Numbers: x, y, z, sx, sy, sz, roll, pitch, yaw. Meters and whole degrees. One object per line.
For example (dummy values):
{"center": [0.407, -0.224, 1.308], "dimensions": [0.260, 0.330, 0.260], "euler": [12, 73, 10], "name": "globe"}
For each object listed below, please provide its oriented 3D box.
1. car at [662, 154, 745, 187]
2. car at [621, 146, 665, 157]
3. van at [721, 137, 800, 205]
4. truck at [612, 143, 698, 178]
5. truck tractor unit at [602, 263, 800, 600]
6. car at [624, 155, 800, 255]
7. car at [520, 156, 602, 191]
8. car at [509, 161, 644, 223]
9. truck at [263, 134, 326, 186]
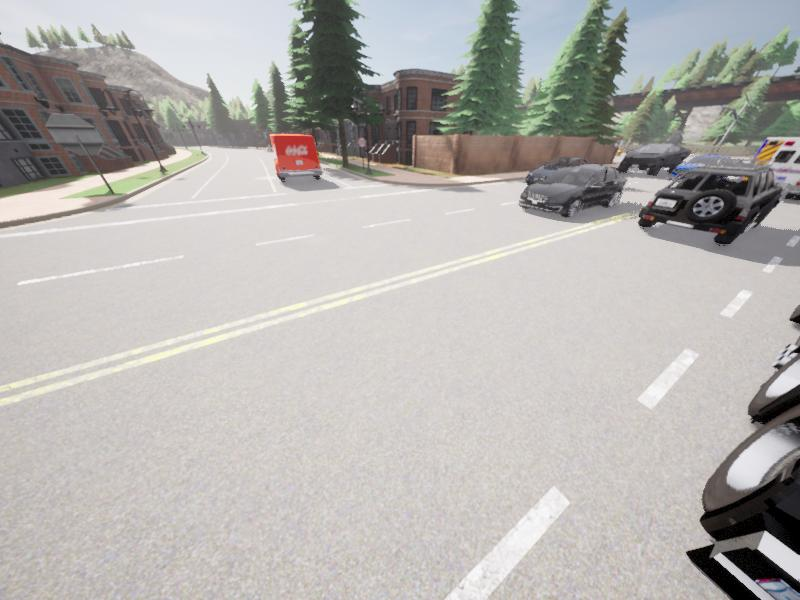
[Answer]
{"center": [20.178, -8.726, 15.352], "dimensions": [5.008, 1.535, 1.882], "euler": [-18, 39, -24], "name": "car"}
{"center": [43.989, -27.075, 41.932], "dimensions": [2.128, 1.511, 4.902], "euler": [-18, 39, -24], "name": "car"}
{"center": [19.777, -6.651, 11.588], "dimensions": [6.366, 2.431, 2.351], "euler": [-18, 39, -24], "name": "van"}
{"center": [20.670, -11.423, 18.744], "dimensions": [6.274, 2.098, 2.390], "euler": [-18, 39, -24], "name": "truck"}
{"center": [5.105, -0.308, 0.780], "dimensions": [6.516, 4.208, 3.053], "euler": [-19, 39, -24], "name": "truck tractor unit"}
{"center": [9.299, -3.010, 6.761], "dimensions": [4.605, 1.855, 1.932], "euler": [-19, 39, -24], "name": "car"}
{"center": [9.448, -7.542, 13.623], "dimensions": [4.193, 1.474, 1.816], "euler": [-18, 39, -24], "name": "car"}
{"center": [6.885, -4.380, 9.038], "dimensions": [4.892, 1.490, 1.837], "euler": [-19, 39, -24], "name": "car"}
{"center": [-7.053, -9.411, 15.251], "dimensions": [2.627, 2.467, 5.204], "euler": [-17, 39, -23], "name": "truck"}
